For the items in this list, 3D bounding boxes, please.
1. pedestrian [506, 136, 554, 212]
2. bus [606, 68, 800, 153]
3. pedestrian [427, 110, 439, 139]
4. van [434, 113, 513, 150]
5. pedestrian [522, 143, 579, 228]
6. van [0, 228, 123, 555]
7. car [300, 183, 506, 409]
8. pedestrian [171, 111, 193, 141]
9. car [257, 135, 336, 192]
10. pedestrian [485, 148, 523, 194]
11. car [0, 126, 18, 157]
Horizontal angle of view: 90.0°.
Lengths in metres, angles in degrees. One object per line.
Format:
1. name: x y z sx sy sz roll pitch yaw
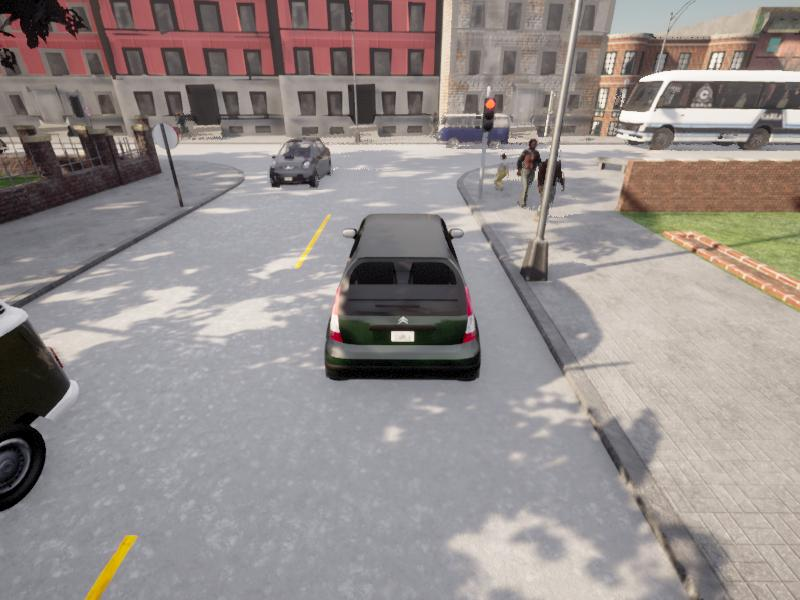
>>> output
1. pedestrian: 3.536 -3.470 11.029 0.751 1.860 0.751 -4 27 -8
2. bus: 18.974 -11.417 24.182 10.273 4.253 3.944 1 27 0
3. pedestrian: 2.449 -12.927 29.452 0.751 1.860 0.751 5 28 9
4. van: 4.447 -10.519 24.909 4.442 1.987 1.775 0 27 0
5. pedestrian: 3.572 -2.750 9.628 0.751 1.860 0.751 -3 27 -6
6. van: -3.993 1.335 1.783 2.069 2.038 4.480 0 27 1
7. car: 0.042 -0.457 5.743 1.851 1.617 3.988 0 27 0
8. pedestrian: -15.315 -12.235 28.109 0.751 1.860 0.751 0 27 0
9. car: -3.744 -5.268 15.188 1.845 1.501 3.633 1 27 2
10. pedestrian: 3.392 -4.240 13.140 0.751 1.300 0.751 -18 32 -31
11. car: -24.238 -8.572 21.664 4.892 1.490 1.837 0 27 0
